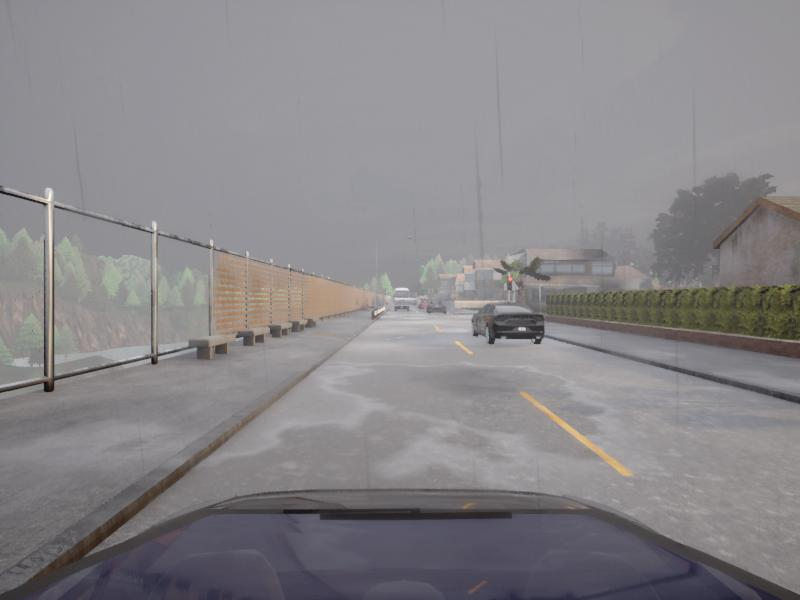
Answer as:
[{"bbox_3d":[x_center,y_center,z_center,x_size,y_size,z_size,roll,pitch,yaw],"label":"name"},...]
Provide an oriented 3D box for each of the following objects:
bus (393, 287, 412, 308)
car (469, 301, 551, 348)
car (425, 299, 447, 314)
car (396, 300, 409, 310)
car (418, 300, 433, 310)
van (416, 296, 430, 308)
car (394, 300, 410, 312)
[{"bbox_3d":[0.578,-0.539,89.177,3.944,4.253,10.273,0,0,0],"label":"bus"},{"bbox_3d":[4.085,0.823,15.817,1.882,1.535,5.008,0,0,0],"label":"car"},{"bbox_3d":[4.245,0.756,47.589,2.242,1.667,4.611,0,0,0],"label":"car"},{"bbox_3d":[0.333,0.778,64.876,2.033,1.649,4.856,0,0,0],"label":"car"},{"bbox_3d":[4.348,0.756,67.734,2.242,1.667,4.611,0,0,0],"label":"car"},{"bbox_3d":[4.404,0.373,78.315,2.351,2.431,6.366,0,0,0],"label":"van"},{"bbox_3d":[0.314,0.781,57.989,2.152,1.651,5.027,0,0,2],"label":"car"}]
